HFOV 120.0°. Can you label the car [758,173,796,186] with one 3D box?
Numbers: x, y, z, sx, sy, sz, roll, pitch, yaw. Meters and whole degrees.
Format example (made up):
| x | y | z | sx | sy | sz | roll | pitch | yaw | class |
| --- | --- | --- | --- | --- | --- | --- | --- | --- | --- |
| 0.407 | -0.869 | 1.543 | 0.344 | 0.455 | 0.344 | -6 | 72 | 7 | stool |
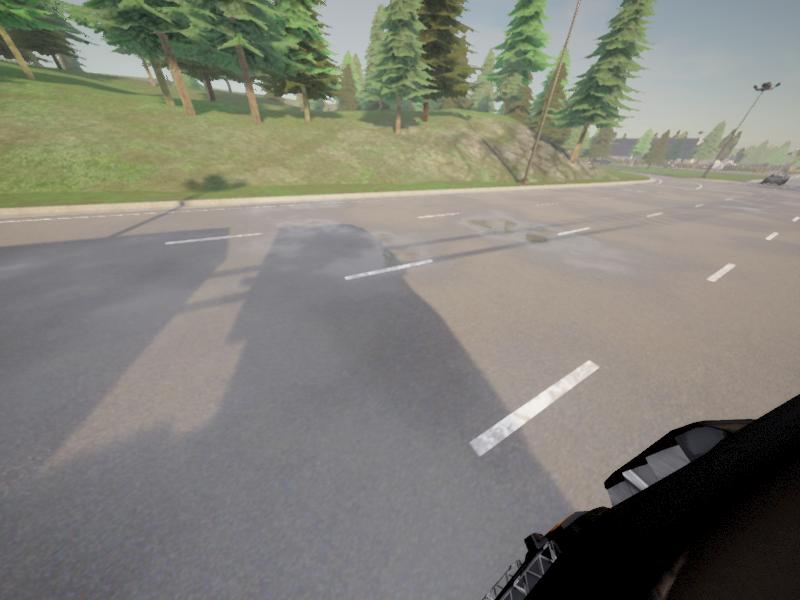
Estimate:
| x | y | z | sx | sy | sz | roll | pitch | yaw | class |
| --- | --- | --- | --- | --- | --- | --- | --- | --- | --- |
| 56.200 | -18.024 | 34.441 | 4.902 | 1.511 | 2.128 | -16 | 38 | -26 | car |
